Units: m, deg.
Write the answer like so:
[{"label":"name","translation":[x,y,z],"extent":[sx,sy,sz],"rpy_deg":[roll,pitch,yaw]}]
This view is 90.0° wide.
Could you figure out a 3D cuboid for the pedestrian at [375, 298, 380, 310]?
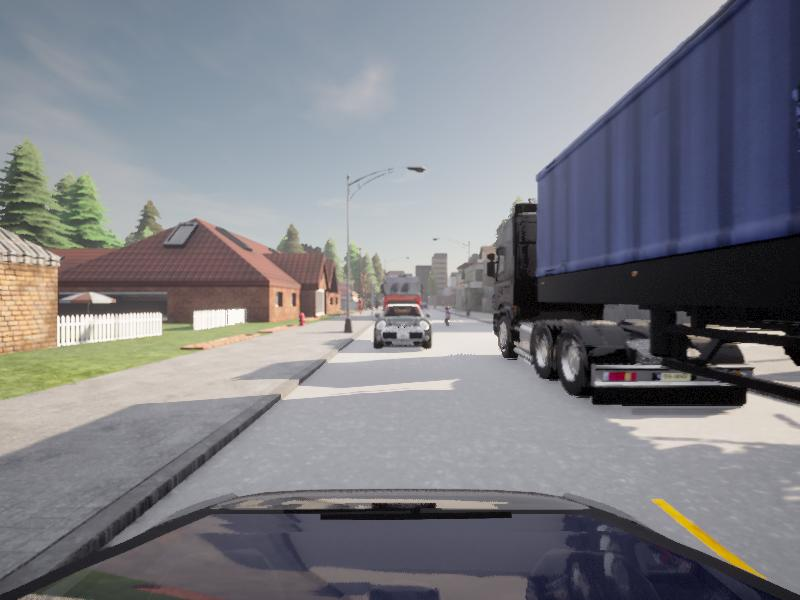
[{"label":"pedestrian","translation":[-3.632,0.692,64.029],"extent":[0.751,1.860,0.751],"rpy_deg":[0,0,-9]}]

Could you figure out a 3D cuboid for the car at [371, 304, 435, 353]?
[{"label":"car","translation":[0.094,0.890,14.155],"extent":[1.970,1.475,3.806],"rpy_deg":[0,0,0]}]

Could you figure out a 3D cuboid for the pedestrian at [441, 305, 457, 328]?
[{"label":"pedestrian","translation":[2.914,0.978,23.719],"extent":[0.751,1.300,0.751],"rpy_deg":[0,0,20]}]

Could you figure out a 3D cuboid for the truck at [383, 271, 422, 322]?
[{"label":"truck","translation":[0.202,-0.237,34.288],"extent":[2.891,3.827,8.468],"rpy_deg":[0,0,0]}]

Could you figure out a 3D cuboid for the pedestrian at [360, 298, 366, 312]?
[{"label":"pedestrian","translation":[-4.790,0.662,52.162],"extent":[0.751,1.860,0.751],"rpy_deg":[0,0,1]}]

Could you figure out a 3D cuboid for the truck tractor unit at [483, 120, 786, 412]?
[{"label":"truck tractor unit","translation":[4.059,-0.495,9.043],"extent":[3.053,4.208,6.516],"rpy_deg":[0,0,0]}]

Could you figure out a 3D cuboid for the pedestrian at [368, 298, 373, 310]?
[{"label":"pedestrian","translation":[-4.699,0.691,63.955],"extent":[0.751,1.860,0.751],"rpy_deg":[0,0,2]}]

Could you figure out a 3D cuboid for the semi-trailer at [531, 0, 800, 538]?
[{"label":"semi-trailer","translation":[4.037,-0.613,1.128],"extent":[2.717,4.402,14.254],"rpy_deg":[0,0,0]}]
